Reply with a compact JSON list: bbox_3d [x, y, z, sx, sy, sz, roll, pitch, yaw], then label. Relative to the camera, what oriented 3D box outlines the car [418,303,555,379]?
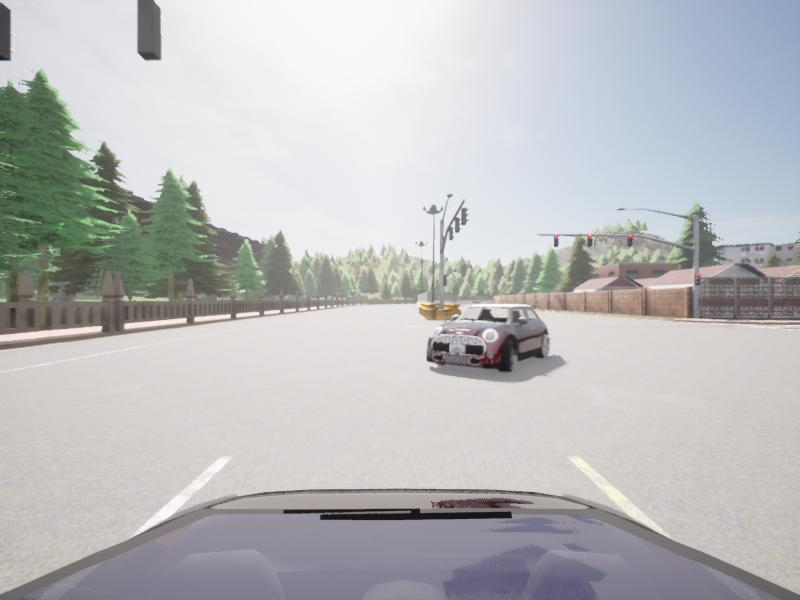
[{"bbox_3d":[2.353,0.846,10.151,1.970,1.475,3.806,0,0,37],"label":"car"}]
